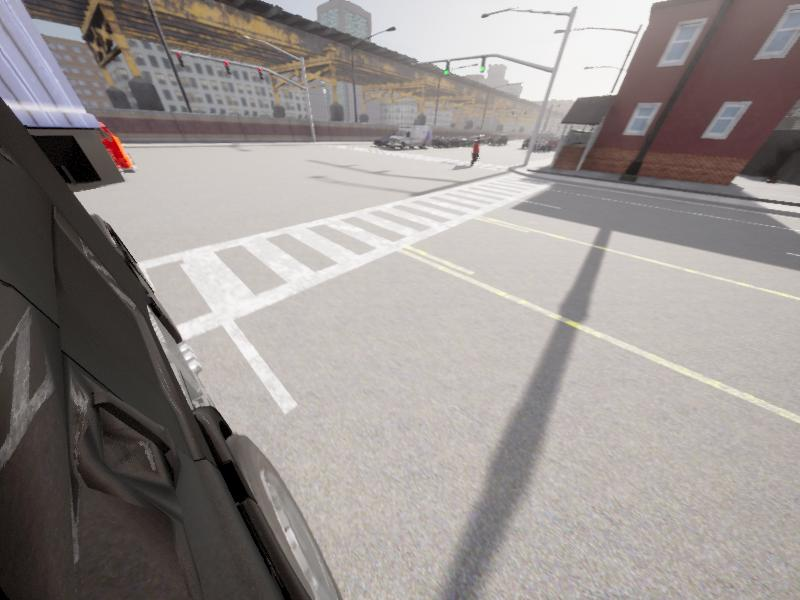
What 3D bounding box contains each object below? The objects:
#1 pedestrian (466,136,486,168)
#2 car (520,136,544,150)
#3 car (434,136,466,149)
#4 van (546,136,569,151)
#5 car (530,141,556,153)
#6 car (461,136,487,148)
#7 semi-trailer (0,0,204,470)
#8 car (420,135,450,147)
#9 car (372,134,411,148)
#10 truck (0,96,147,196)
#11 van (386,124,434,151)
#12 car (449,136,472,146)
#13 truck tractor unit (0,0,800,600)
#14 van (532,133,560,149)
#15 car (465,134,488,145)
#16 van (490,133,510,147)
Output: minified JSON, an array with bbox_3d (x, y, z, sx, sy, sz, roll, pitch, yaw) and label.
[{"bbox_3d":[5.484,-10.695,16.742,0.751,1.860,0.751,28,44,30],"label":"pedestrian"},{"bbox_3d":[23.122,-27.461,40.368,1.932,1.855,4.605,30,45,31],"label":"car"},{"bbox_3d":[7.643,-23.793,34.851,2.033,1.411,5.357,30,45,32],"label":"car"},{"bbox_3d":[27.297,-27.017,39.950,1.775,1.987,4.442,30,45,32],"label":"van"},{"bbox_3d":[21.731,-23.278,35.101,1.994,1.385,4.181,30,44,31],"label":"car"},{"bbox_3d":[12.623,-26.955,39.325,1.837,1.490,4.892,30,45,31],"label":"car"},{"bbox_3d":[-10.090,-1.137,0.813,14.254,4.402,2.717,0,36,-4],"label":"semi-trailer"},{"bbox_3d":[5.708,-25.694,37.270,2.033,1.411,5.357,30,44,31],"label":"car"},{"bbox_3d":[-1.073,-21.441,31.133,2.033,1.411,5.357,30,45,32],"label":"car"},{"bbox_3d":[-12.840,-5.141,7.651,2.627,2.467,5.204,30,45,31],"label":"truck"},{"bbox_3d":[1.350,-20.237,28.814,2.351,2.431,6.366,30,44,31],"label":"van"},{"bbox_3d":[10.977,-28.992,42.051,1.994,1.385,4.181,29,44,31],"label":"car"},{"bbox_3d":[-2.645,-0.295,0.352,6.516,4.208,3.053,28,44,30],"label":"truck tractor unit"},{"bbox_3d":[28.496,-31.041,45.054,2.351,2.431,6.366,30,44,31],"label":"van"},{"bbox_3d":[15.251,-31.781,45.811,2.242,1.667,4.611,30,45,32],"label":"car"},{"bbox_3d":[19.777,-31.631,45.637,1.775,1.987,4.442,30,45,31],"label":"van"}]
